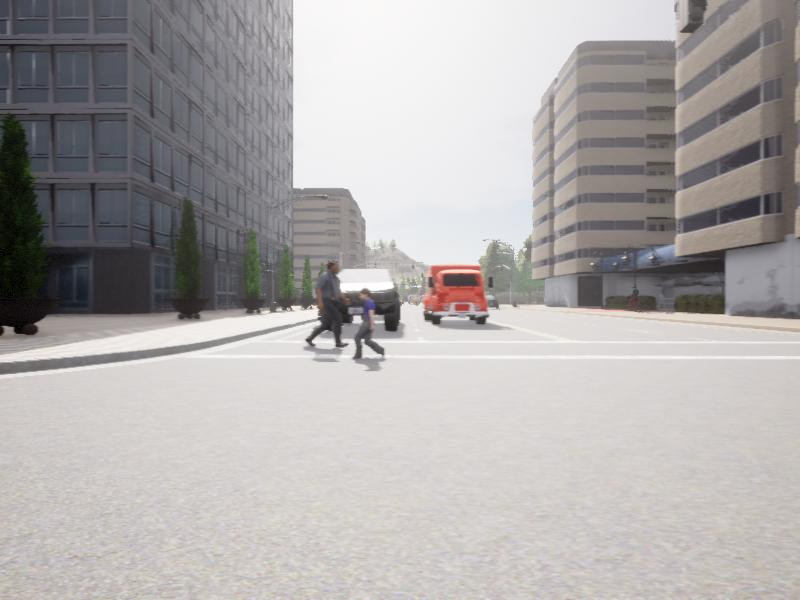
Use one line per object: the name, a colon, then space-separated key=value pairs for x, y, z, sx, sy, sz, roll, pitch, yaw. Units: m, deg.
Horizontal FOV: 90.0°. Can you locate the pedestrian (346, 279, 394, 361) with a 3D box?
pedestrian: x=-0.486 y=0.317 z=6.687 sx=0.751 sy=1.300 sz=0.751 roll=0 pitch=0 yaw=-2

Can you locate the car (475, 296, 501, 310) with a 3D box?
car: x=9.600 y=0.273 z=44.100 sx=1.812 sy=1.442 sz=4.674 roll=0 pitch=0 yaw=0

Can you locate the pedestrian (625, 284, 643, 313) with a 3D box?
pedestrian: x=15.559 y=-0.110 z=26.604 sx=0.751 sy=1.860 sz=0.751 roll=0 pitch=0 yaw=-9

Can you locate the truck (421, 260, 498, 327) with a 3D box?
truck: x=2.332 y=-0.242 z=17.435 sx=2.627 sy=2.467 sz=5.204 roll=0 pitch=0 yaw=1

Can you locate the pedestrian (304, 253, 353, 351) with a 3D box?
pedestrian: x=-1.431 y=0.037 z=8.100 sx=0.751 sy=1.860 sz=0.751 roll=0 pitch=0 yaw=14

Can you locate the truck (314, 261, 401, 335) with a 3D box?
truck: x=-1.211 y=-0.058 z=14.530 sx=2.390 sy=2.098 sz=6.274 roll=0 pitch=0 yaw=1

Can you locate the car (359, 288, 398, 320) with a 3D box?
car: x=-1.076 y=0.201 z=22.363 sx=1.801 sy=1.575 sz=5.366 roll=0 pitch=0 yaw=1
